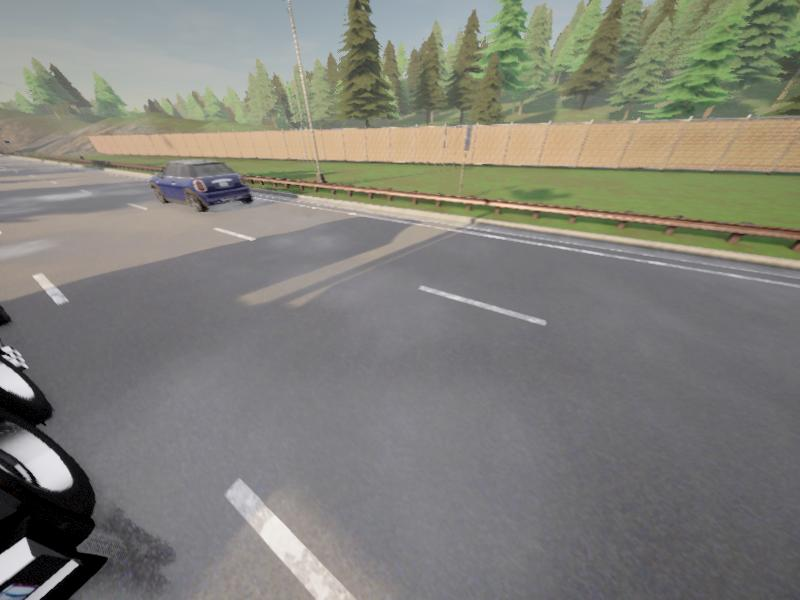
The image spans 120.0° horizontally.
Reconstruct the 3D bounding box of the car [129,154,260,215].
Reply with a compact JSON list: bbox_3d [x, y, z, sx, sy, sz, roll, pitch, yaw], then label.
[{"bbox_3d":[-8.634,-5.050,9.809,4.553,1.767,2.097,18,39,24],"label":"car"}]

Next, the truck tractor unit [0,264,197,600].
[{"bbox_3d":[-5.115,-0.292,0.791,6.516,4.208,3.053,18,39,24],"label":"truck tractor unit"}]
